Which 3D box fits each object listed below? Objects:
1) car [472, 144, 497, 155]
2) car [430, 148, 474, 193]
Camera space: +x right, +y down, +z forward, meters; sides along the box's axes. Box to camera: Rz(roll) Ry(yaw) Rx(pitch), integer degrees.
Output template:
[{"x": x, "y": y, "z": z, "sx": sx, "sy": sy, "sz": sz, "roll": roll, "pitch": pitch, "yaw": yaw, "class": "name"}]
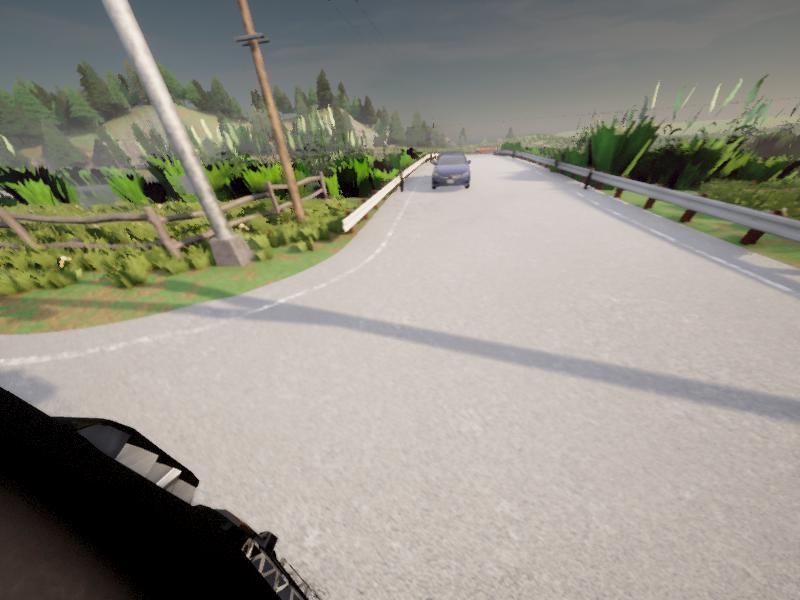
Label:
[{"x": 18.298, "y": -32.771, "z": 50.307, "sx": 4.553, "sy": 1.767, "sz": 2.097, "roll": 4, "pitch": 34, "yaw": 10, "class": "car"}, {"x": 2.707, "y": -7.023, "z": 12.318, "sx": 1.812, "sy": 1.442, "sz": 4.674, "roll": 4, "pitch": 37, "yaw": 10, "class": "car"}]
